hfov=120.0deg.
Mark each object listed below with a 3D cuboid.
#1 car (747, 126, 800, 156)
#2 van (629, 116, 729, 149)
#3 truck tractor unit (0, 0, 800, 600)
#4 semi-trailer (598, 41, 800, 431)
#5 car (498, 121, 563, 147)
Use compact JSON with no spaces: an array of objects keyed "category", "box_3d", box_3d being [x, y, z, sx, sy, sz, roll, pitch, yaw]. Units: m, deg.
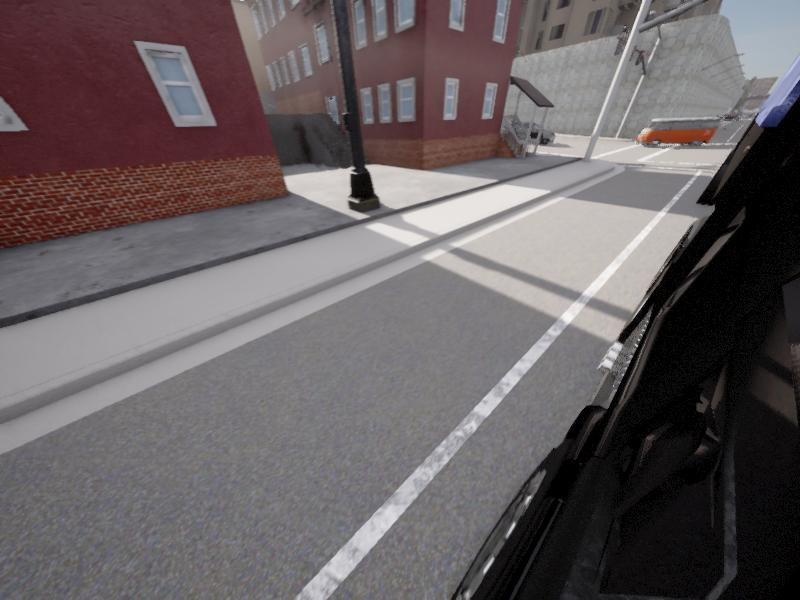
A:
[{"category":"car","box_3d":[24.422,-9.243,13.413,1.994,1.385,4.181,-11,38,-11]},{"category":"van","box_3d":[22.343,-13.611,18.846,4.442,1.987,1.775,13,41,20]},{"category":"truck tractor unit","box_3d":[2.645,-0.295,0.351,6.516,4.208,3.053,-28,44,-30]},{"category":"semi-trailer","box_3d":[8.702,-3.594,4.237,14.254,4.402,2.717,-28,44,-30]},{"category":"car","box_3d":[12.483,-16.230,22.472,2.033,1.649,4.856,-28,49,-30]}]
